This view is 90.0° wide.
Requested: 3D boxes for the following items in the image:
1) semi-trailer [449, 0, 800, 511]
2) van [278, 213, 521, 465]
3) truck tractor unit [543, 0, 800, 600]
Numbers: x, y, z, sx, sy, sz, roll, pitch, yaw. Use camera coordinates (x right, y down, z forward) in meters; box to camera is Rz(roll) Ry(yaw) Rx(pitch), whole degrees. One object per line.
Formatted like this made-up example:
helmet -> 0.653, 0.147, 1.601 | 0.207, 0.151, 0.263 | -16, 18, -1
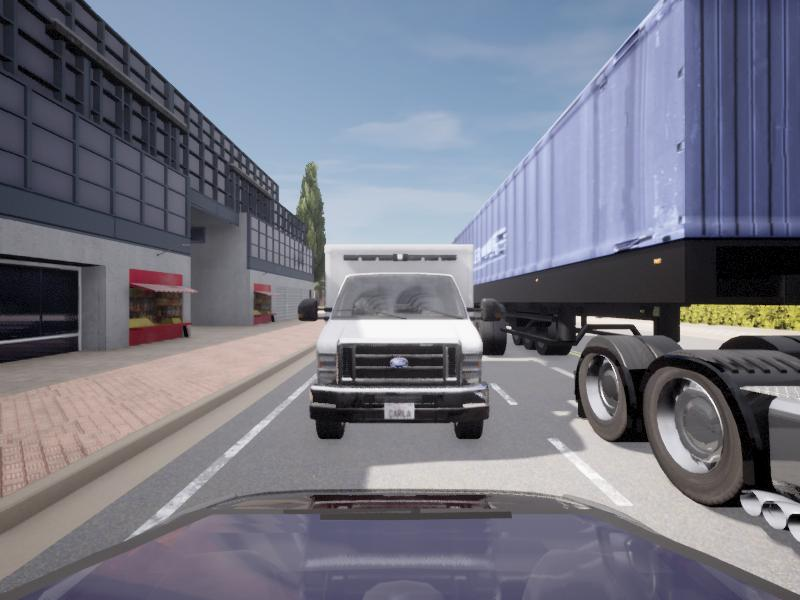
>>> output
semi-trailer -> 3.492, -0.618, 10.157 | 2.717, 4.402, 14.254 | 0, 0, 0
van -> -0.007, 0.378, 7.051 | 2.351, 2.431, 6.366 | 0, 0, 0
truck tractor unit -> 3.498, -0.515, 2.245 | 3.053, 4.208, 6.516 | 0, 0, 0
